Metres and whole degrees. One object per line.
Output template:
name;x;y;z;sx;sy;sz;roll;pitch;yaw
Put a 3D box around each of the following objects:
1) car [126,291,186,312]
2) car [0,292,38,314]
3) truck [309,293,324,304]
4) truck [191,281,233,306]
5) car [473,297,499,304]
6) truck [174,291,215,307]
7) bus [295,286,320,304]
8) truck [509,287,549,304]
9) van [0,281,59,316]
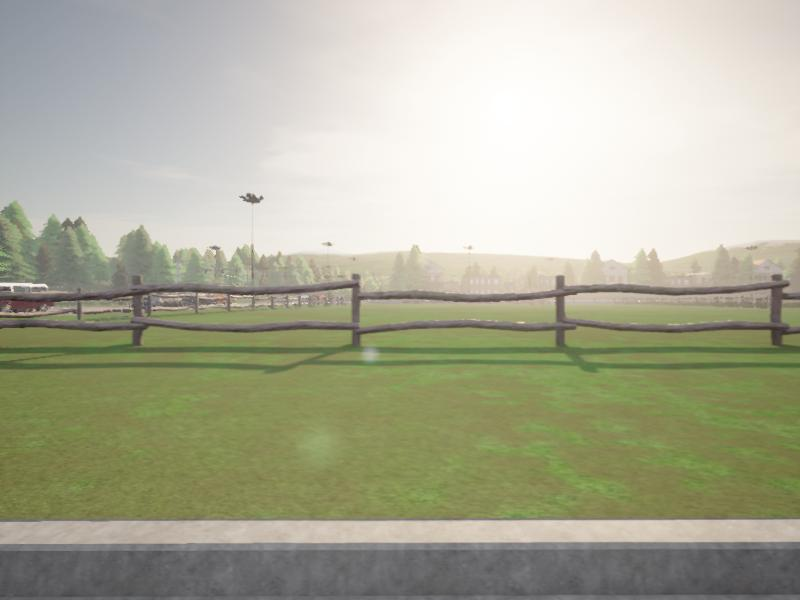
car;-20.671;0.112;34.157;2.242;1.667;4.611;0;0;0
car;-27.712;0.209;27.511;1.816;1.474;4.193;0;0;0
truck;-20.291;-0.330;97.787;2.627;2.467;5.204;0;0;0
truck;-30.932;-0.998;66.319;2.891;3.827;8.468;0;0;0
car;18.990;0.175;88.532;5.366;1.575;1.801;0;0;0
truck;-27.463;-0.120;53.790;2.390;2.098;6.274;-1;0;-2
bus;-23.639;-1.230;102.828;3.944;4.253;10.273;0;0;0
truck;29.619;-0.963;92.045;8.468;3.827;2.891;0;0;0
van;-24.230;-0.070;24.949;2.069;2.038;4.480;0;0;0
